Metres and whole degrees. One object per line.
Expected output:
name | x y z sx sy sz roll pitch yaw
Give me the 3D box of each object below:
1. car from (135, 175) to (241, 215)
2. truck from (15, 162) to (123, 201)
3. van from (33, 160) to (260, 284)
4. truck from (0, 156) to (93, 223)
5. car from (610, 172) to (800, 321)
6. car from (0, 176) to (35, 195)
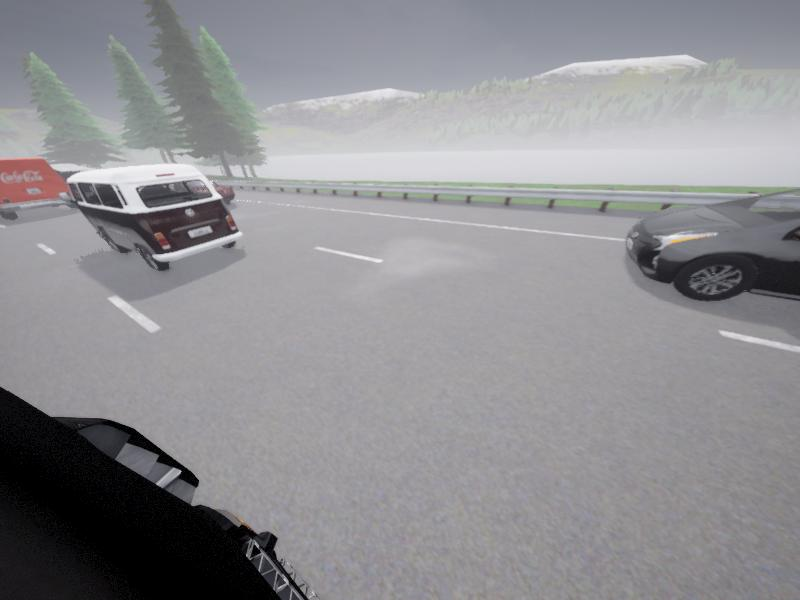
car | -10.413 -5.273 11.372 4.718 1.301 1.895 15 38 24
truck | -24.086 -8.722 16.855 6.274 2.098 2.390 12 37 20
van | -6.251 -2.220 5.844 4.480 2.038 2.069 15 38 26
truck | -19.568 -5.767 11.795 5.204 2.467 2.627 13 37 22
car | 6.165 -0.732 3.113 4.514 1.525 2.007 16 38 26
car | -37.091 -10.638 21.450 4.718 1.301 1.895 9 36 17
